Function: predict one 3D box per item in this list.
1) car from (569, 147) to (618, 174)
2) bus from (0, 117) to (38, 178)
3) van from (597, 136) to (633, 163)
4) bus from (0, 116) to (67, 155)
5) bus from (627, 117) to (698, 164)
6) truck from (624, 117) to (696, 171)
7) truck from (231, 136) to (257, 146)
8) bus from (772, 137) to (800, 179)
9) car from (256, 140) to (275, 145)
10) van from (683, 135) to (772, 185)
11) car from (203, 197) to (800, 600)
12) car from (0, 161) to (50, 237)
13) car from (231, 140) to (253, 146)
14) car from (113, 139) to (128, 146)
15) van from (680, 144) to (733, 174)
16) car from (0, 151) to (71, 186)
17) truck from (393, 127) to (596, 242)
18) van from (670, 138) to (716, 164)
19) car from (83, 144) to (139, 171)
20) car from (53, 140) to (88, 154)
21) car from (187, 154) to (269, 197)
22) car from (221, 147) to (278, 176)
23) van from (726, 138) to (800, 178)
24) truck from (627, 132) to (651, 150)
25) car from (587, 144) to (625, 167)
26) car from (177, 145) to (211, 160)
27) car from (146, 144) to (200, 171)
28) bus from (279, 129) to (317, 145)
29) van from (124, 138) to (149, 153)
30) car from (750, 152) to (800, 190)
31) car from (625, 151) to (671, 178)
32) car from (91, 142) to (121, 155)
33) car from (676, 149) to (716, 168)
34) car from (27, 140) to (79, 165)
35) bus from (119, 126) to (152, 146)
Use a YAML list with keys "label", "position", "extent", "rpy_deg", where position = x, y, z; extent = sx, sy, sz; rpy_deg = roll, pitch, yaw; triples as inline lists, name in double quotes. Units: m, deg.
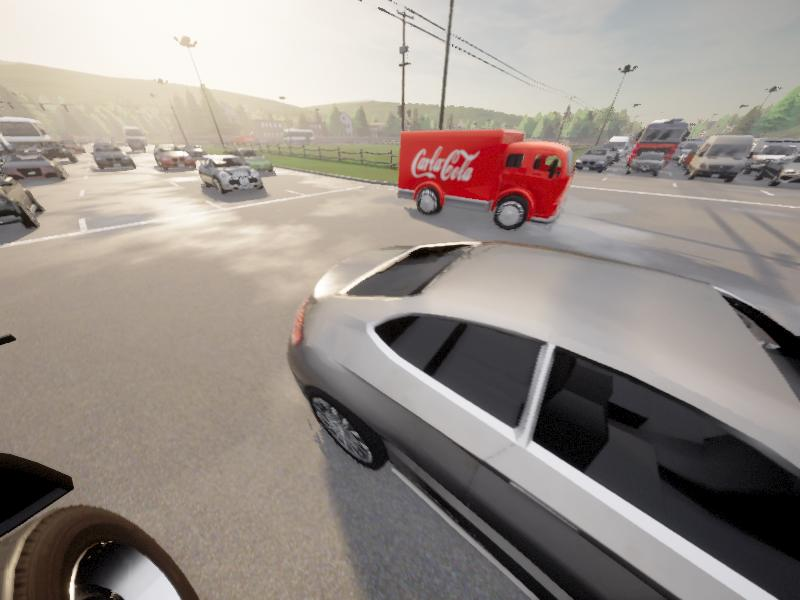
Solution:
- label: "car"
  position: [16.653, -12.048, 19.827]
  extent: [2.242, 1.667, 4.611]
  rpy_deg: [28, 43, 33]
- label: "bus"
  position: [-30.378, -11.074, 15.653]
  extent: [10.273, 4.253, 3.944]
  rpy_deg: [29, 44, 34]
- label: "van"
  position: [26.837, -18.757, 28.745]
  extent: [1.988, 2.561, 5.915]
  rpy_deg: [28, 43, 33]
- label: "bus"
  position: [-55.034, -24.492, 34.484]
  extent: [10.273, 4.253, 3.944]
  rpy_deg: [30, 44, 35]
- label: "bus"
  position: [33.686, -20.638, 30.010]
  extent: [3.944, 4.253, 10.273]
  rpy_deg: [28, 44, 33]
- label: "truck"
  position: [25.708, -15.595, 23.108]
  extent: [2.891, 3.827, 8.468]
  rpy_deg: [28, 43, 33]
- label: "truck"
  position: [-45.883, -46.960, 68.137]
  extent: [2.627, 2.467, 5.204]
  rpy_deg: [28, 44, 33]
- label: "bus"
  position: [31.755, -10.488, 15.532]
  extent: [3.944, 4.253, 10.273]
  rpy_deg: [28, 43, 33]
- label: "car"
  position: [-43.463, -50.941, 74.862]
  extent: [1.895, 1.301, 4.718]
  rpy_deg: [28, 44, 34]
- label: "van"
  position: [22.220, -9.912, 16.092]
  extent: [1.988, 2.561, 5.915]
  rpy_deg: [28, 44, 33]
- label: "car"
  position: [1.373, 0.711, 1.519]
  extent: [5.027, 1.651, 2.152]
  rpy_deg: [23, 41, 28]
- label: "car"
  position: [-12.263, -2.950, 6.642]
  extent: [3.705, 1.549, 1.789]
  rpy_deg: [26, 43, 32]
- label: "car"
  position: [-48.303, -48.038, 70.484]
  extent: [2.128, 1.511, 4.902]
  rpy_deg: [28, 44, 34]
- label: "car"
  position: [-74.770, -42.217, 61.830]
  extent: [5.366, 1.575, 1.801]
  rpy_deg: [28, 44, 34]
- label: "van"
  position: [26.898, -12.603, 20.459]
  extent: [1.775, 1.987, 4.442]
  rpy_deg: [28, 43, 33]
- label: "car"
  position: [-22.067, -8.038, 13.934]
  extent: [4.181, 1.385, 1.994]
  rpy_deg: [28, 44, 34]
- label: "truck"
  position: [2.640, -4.092, 7.637]
  extent: [5.204, 2.467, 2.627]
  rpy_deg: [24, 41, 29]
- label: "van"
  position: [36.566, -18.814, 29.033]
  extent: [2.351, 2.431, 6.366]
  rpy_deg: [28, 43, 33]
- label: "car"
  position: [-24.117, -12.028, 19.329]
  extent: [4.611, 1.667, 2.242]
  rpy_deg: [29, 44, 34]
- label: "car"
  position: [-49.213, -22.949, 34.599]
  extent: [4.611, 1.667, 2.242]
  rpy_deg: [29, 44, 35]
- label: "car"
  position: [-8.713, -6.446, 11.725]
  extent: [3.806, 1.475, 1.970]
  rpy_deg: [27, 43, 33]
- label: "car"
  position: [-11.531, -10.652, 17.640]
  extent: [4.514, 1.525, 2.007]
  rpy_deg: [28, 44, 34]
- label: "van"
  position: [30.081, -11.787, 18.950]
  extent: [2.351, 2.431, 6.366]
  rpy_deg: [28, 43, 33]
- label: "truck"
  position: [64.029, -42.477, 61.830]
  extent: [2.891, 3.827, 8.468]
  rpy_deg: [28, 43, 33]
- label: "car"
  position: [21.657, -15.255, 24.270]
  extent: [1.932, 1.855, 4.605]
  rpy_deg: [28, 43, 33]
- label: "car"
  position: [-24.848, -17.805, 27.815]
  extent: [4.181, 1.385, 1.994]
  rpy_deg: [28, 44, 34]
- label: "car"
  position: [-19.190, -12.107, 19.501]
  extent: [4.611, 1.667, 2.242]
  rpy_deg: [28, 44, 34]
- label: "bus"
  position: [-34.135, -54.838, 77.948]
  extent: [3.944, 4.253, 10.273]
  rpy_deg: [28, 44, 34]
- label: "van"
  position: [-42.887, -25.171, 37.562]
  extent: [4.442, 1.987, 1.775]
  rpy_deg: [29, 44, 35]
- label: "car"
  position: [24.535, -7.998, 14.191]
  extent: [2.152, 1.651, 5.027]
  rpy_deg: [28, 43, 33]
- label: "car"
  position: [19.613, -10.842, 18.296]
  extent: [1.837, 1.490, 4.892]
  rpy_deg: [28, 43, 33]
- label: "car"
  position: [-42.548, -21.969, 33.444]
  extent: [4.792, 1.488, 2.163]
  rpy_deg: [29, 44, 34]
- label: "car"
  position: [31.272, -15.106, 24.548]
  extent: [1.812, 1.442, 4.674]
  rpy_deg: [28, 43, 33]
- label: "car"
  position: [-33.308, -14.350, 22.343]
  extent: [3.866, 1.878, 1.905]
  rpy_deg: [28, 44, 34]
- label: "bus"
  position: [-73.509, -45.481, 64.166]
  extent: [10.273, 4.253, 3.944]
  rpy_deg: [29, 44, 34]
